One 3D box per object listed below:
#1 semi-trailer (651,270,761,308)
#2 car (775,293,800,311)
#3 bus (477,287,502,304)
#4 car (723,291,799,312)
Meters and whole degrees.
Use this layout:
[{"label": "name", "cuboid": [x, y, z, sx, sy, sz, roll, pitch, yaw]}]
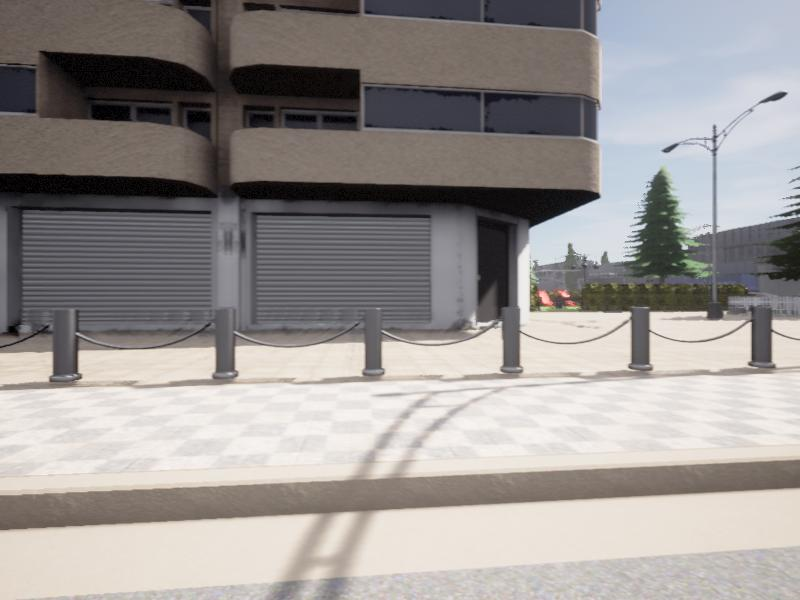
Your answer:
[{"label": "semi-trailer", "cuboid": [40.168, -1.278, 53.758, 2.717, 4.402, 14.254, 0, 0, -5]}, {"label": "car", "cuboid": [35.162, 0.186, 33.765, 2.128, 1.511, 4.902, 0, 0, -6]}, {"label": "bus", "cuboid": [24.182, -1.184, 108.865, 3.944, 4.253, 10.273, 0, 0, -5]}, {"label": "car", "cuboid": [31.509, 0.111, 35.110, 2.242, 1.667, 4.611, 0, 0, -6]}]
